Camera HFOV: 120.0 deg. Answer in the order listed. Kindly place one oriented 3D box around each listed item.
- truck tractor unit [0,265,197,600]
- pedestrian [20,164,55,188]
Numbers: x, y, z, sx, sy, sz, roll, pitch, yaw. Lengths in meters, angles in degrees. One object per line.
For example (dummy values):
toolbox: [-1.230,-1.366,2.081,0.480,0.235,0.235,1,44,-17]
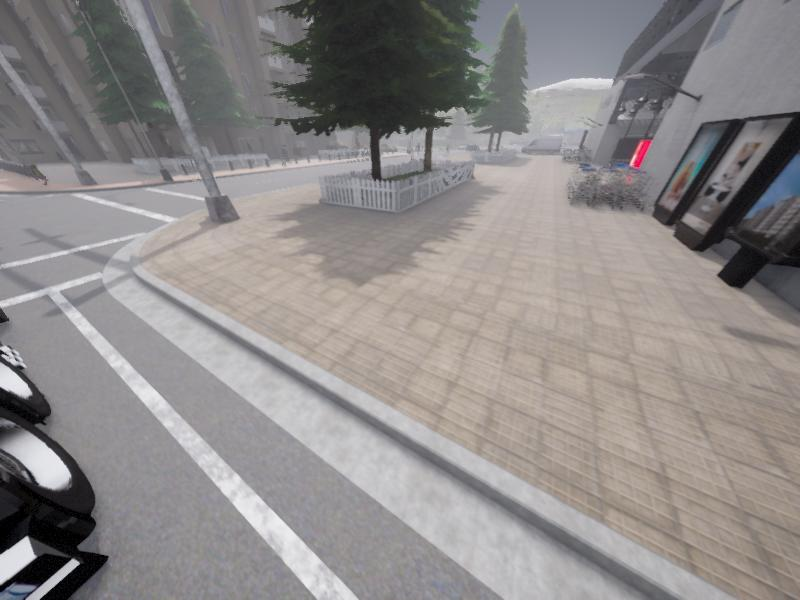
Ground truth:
truck tractor unit: [-5.113,-0.299,0.779,6.516,4.208,3.053,18,39,24]
pedestrian: [-20.117,-6.916,12.843,0.500,1.100,0.500,14,37,20]
